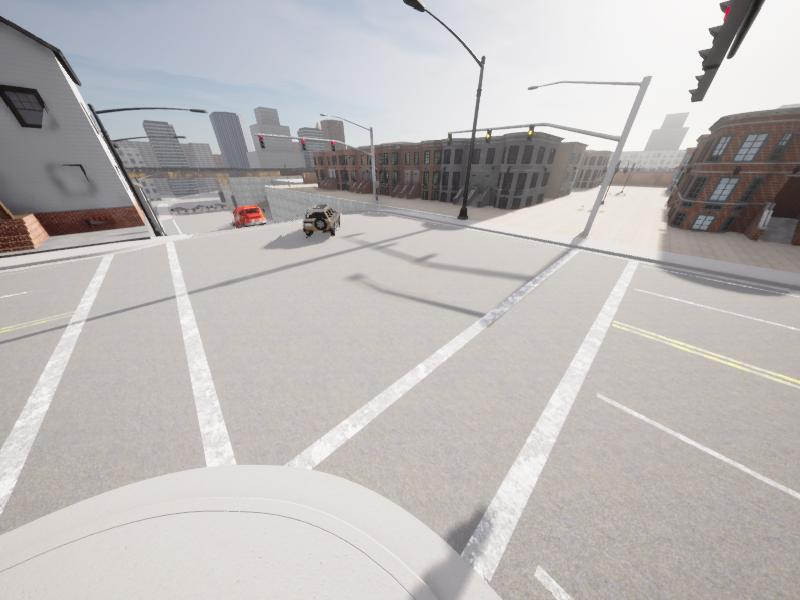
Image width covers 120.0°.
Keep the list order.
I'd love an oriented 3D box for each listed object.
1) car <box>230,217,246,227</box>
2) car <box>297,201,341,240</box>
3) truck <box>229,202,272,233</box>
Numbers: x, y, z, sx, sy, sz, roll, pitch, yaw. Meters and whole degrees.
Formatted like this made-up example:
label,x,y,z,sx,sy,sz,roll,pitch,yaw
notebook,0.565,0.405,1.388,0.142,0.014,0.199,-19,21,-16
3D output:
label,x,y,z,sx,sy,sz,roll,pitch,yaw
car,-39.148,-19.021,55.970,1.895,1.301,4.718,-9,32,-16
car,-5.533,-5.812,16.499,1.932,1.855,4.605,-2,30,-6
truck,-17.447,-9.513,26.844,2.627,2.467,5.204,-27,26,-37
